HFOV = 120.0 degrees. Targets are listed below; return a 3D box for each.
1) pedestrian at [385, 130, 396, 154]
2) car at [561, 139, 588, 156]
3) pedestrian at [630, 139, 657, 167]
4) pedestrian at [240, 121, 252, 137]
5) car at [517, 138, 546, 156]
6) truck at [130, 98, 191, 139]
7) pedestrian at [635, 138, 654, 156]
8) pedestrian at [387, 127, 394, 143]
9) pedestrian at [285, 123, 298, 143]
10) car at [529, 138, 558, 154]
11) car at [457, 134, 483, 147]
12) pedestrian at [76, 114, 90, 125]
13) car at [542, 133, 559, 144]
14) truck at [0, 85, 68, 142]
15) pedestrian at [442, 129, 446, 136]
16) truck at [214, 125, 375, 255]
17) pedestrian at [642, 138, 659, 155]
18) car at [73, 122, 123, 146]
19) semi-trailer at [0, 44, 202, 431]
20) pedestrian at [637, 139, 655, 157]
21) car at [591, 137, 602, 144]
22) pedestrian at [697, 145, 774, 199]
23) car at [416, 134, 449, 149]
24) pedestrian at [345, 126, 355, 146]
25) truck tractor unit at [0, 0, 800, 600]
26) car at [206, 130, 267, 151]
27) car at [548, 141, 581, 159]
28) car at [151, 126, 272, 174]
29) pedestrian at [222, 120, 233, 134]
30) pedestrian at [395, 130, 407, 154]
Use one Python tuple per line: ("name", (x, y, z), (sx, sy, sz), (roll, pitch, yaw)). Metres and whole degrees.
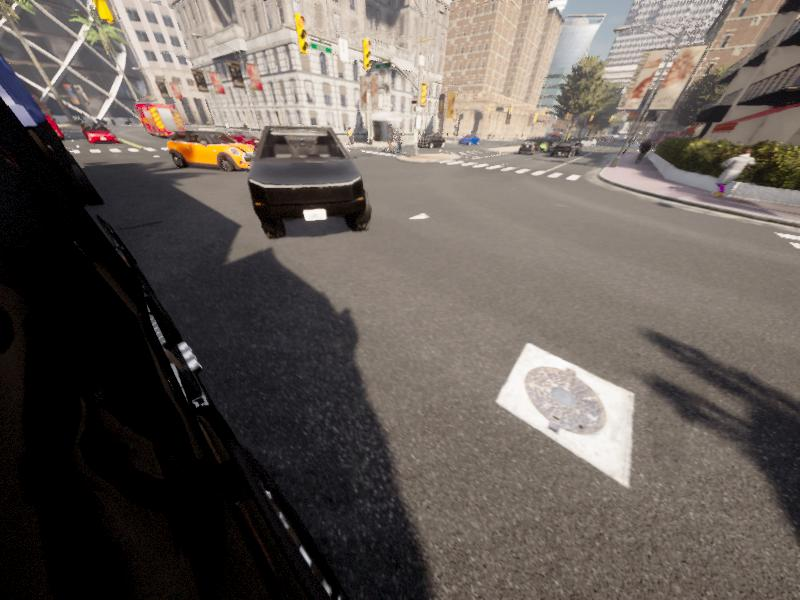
("pedestrian", (-0.969, -15.475, 22.618), (0.751, 1.860, 0.751), (30, 45, 31))
("car", (22.772, -19.965, 30.177), (1.851, 1.617, 3.988), (28, 44, 30))
("pedestrian", (20.360, -12.316, 19.342), (0.751, 1.860, 0.751), (27, 43, 29))
("pedestrian", (-22.701, -25.197, 34.112), (0.751, 1.860, 0.751), (24, 42, 26))
("car", (15.709, -18.306, 27.616), (1.789, 1.549, 3.705), (28, 44, 30))
("truck", (-31.248, -23.553, 30.101), (8.468, 3.827, 2.891), (28, 44, 30))
("pedestrian", (32.292, -20.200, 30.514), (0.751, 1.860, 0.751), (-21, 43, -28))
("pedestrian", (-1.440, -24.199, 33.965), (0.751, 1.860, 0.751), (25, 43, 27))
("pedestrian", (-13.072, -20.051, 27.789), (0.751, 1.860, 0.751), (-28, 47, -34))
("car", (19.643, -21.051, 31.517), (2.007, 1.525, 4.514), (28, 44, 30))
("car", (11.470, -26.161, 37.864), (1.882, 1.535, 5.008), (28, 44, 30))
("pedestrian", (-69.390, -39.492, 50.564), (0.751, 1.860, 0.751), (17, 39, 18))
("car", (40.297, -43.213, 61.779), (2.150, 2.045, 5.566), (28, 44, 30))
("truck", (-35.651, -17.699, 22.053), (8.468, 3.827, 2.891), (28, 44, 30))
("pedestrian", (14.059, -53.174, 73.448), (0.751, 1.860, 0.751), (29, 44, 31))
("truck", (-2.701, -3.772, 6.767), (2.390, 2.098, 6.274), (-10, 39, -16))
("pedestrian", (35.705, -21.896, 32.966), (0.751, 1.860, 0.751), (-22, 43, -29))
("car", (-27.636, -15.234, 21.131), (4.514, 1.525, 2.007), (28, 44, 30))
("semi-trailer", (-8.700, -3.589, 4.248), (14.254, 4.402, 2.717), (28, 44, 30))
("pedestrian", (30.165, -18.676, 28.365), (0.751, 1.860, 0.751), (28, 44, 30))
("car", (64.819, -52.630, 76.110), (1.801, 1.575, 5.366), (28, 44, 30))
("pedestrian", (14.045, -5.402, 9.775), (0.751, 1.860, 0.751), (11, 38, 11))
("car", (4.343, -21.164, 30.842), (1.837, 1.490, 4.892), (28, 44, 30))
("pedestrian", (-5.905, -19.437, 27.370), (0.751, 1.860, 0.751), (11, 38, 11))
("truck tractor unit", (-2.645, -0.295, 0.351), (6.516, 4.208, 3.053), (28, 44, 30))
("car", (-15.113, -14.914, 21.533), (4.181, 1.385, 1.994), (10, 38, 10))
("car", (18.714, -17.088, 26.209), (1.837, 1.490, 4.892), (28, 44, 30))
("car", (-9.855, -8.097, 12.383), (4.553, 1.767, 2.097), (9, 37, 9))
("pedestrian", (-29.344, -29.376, 39.312), (0.751, 1.860, 0.751), (27, 44, 29))
("pedestrian", (0.070, -15.315, 22.463), (0.751, 1.860, 0.751), (28, 44, 30))
